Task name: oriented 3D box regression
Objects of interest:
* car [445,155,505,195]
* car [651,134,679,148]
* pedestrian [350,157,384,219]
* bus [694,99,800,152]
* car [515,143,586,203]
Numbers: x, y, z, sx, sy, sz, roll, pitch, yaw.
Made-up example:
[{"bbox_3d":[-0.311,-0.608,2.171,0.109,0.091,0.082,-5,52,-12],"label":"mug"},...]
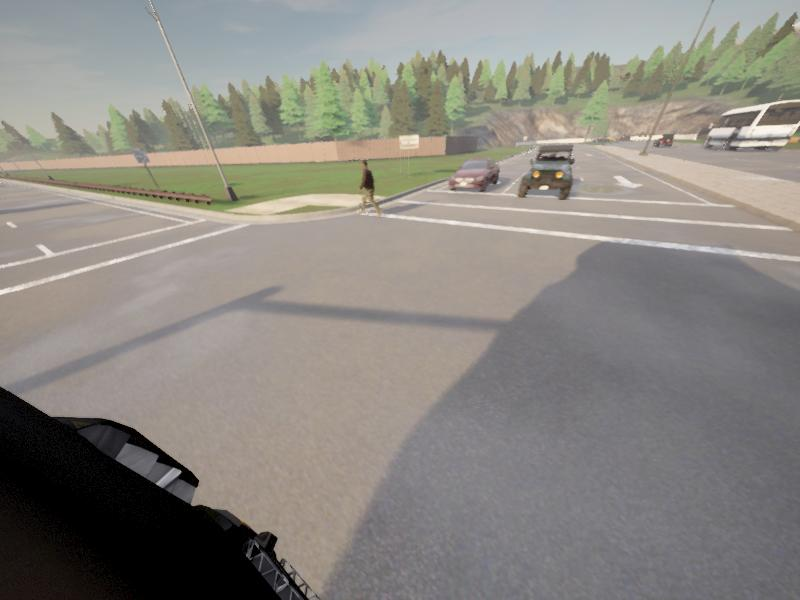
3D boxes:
[{"bbox_3d":[4.287,-7.082,12.890,1.812,1.442,4.674,16,38,26],"label":"car"},{"bbox_3d":[45.496,-27.446,39.799,1.905,1.878,3.866,16,38,26],"label":"car"},{"bbox_3d":[-1.100,-3.903,8.128,0.751,1.860,0.751,5,35,12],"label":"pedestrian"},{"bbox_3d":[40.916,-20.263,27.287,3.944,4.253,10.273,16,38,26],"label":"bus"},{"bbox_3d":[6.754,-5.852,10.457,1.905,1.878,3.866,16,39,26],"label":"car"}]
